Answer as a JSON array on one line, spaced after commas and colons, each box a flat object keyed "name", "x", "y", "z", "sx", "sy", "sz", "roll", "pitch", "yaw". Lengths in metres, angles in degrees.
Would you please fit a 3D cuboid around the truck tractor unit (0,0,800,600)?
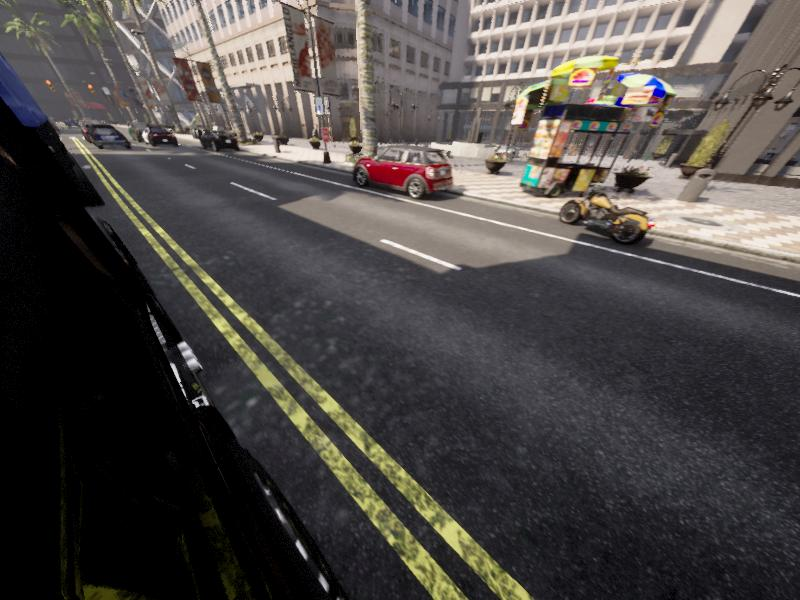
[{"name": "truck tractor unit", "x": -2.645, "y": -0.295, "z": 0.351, "sx": 6.516, "sy": 4.208, "sz": 3.053, "roll": 28, "pitch": 44, "yaw": 30}]

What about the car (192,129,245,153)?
[{"name": "car", "x": -16.601, "y": -14.606, "z": 21.148, "sx": 4.792, "sy": 1.488, "sz": 2.163, "roll": 28, "pitch": 43, "yaw": 30}]

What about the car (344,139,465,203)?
[{"name": "car", "x": 0.030, "y": -5.708, "z": 9.896, "sx": 4.553, "sy": 1.767, "sz": 2.185, "roll": 28, "pitch": 43, "yaw": 30}]

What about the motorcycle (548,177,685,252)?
[{"name": "motorcycle", "x": 5.558, "y": -2.437, "z": 6.296, "sx": 0.764, "sy": 1.277, "sz": 2.356, "roll": -11, "pitch": 38, "yaw": -17}]

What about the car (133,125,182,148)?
[{"name": "car", "x": -23.333, "y": -15.763, "z": 22.245, "sx": 4.974, "sy": 1.542, "sz": 2.038, "roll": 28, "pitch": 43, "yaw": 30}]

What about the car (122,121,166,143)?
[{"name": "car", "x": -28.088, "y": -18.435, "z": 25.339, "sx": 4.553, "sy": 1.767, "sz": 2.097, "roll": 28, "pitch": 44, "yaw": 30}]

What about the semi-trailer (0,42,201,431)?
[{"name": "semi-trailer", "x": -8.695, "y": -3.588, "z": 4.257, "sx": 14.254, "sy": 4.402, "sz": 2.717, "roll": 28, "pitch": 44, "yaw": 30}]

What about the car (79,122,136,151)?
[{"name": "car", "x": -24.280, "y": -13.575, "z": 19.144, "sx": 4.856, "sy": 1.649, "sz": 2.033, "roll": 28, "pitch": 44, "yaw": 30}]

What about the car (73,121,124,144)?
[{"name": "car", "x": -29.468, "y": -16.391, "z": 22.591, "sx": 4.611, "sy": 1.667, "sz": 2.242, "roll": 28, "pitch": 43, "yaw": 30}]
